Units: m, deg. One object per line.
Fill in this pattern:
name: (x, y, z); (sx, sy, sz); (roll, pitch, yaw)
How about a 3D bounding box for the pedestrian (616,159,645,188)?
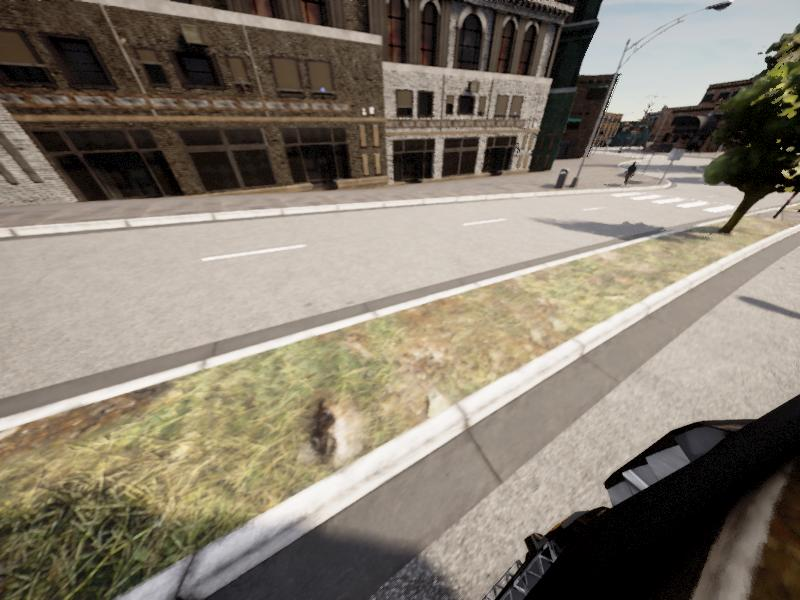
pedestrian: (17.729, -9.719, 17.802); (0.751, 1.860, 0.751); (-21, 40, -25)
